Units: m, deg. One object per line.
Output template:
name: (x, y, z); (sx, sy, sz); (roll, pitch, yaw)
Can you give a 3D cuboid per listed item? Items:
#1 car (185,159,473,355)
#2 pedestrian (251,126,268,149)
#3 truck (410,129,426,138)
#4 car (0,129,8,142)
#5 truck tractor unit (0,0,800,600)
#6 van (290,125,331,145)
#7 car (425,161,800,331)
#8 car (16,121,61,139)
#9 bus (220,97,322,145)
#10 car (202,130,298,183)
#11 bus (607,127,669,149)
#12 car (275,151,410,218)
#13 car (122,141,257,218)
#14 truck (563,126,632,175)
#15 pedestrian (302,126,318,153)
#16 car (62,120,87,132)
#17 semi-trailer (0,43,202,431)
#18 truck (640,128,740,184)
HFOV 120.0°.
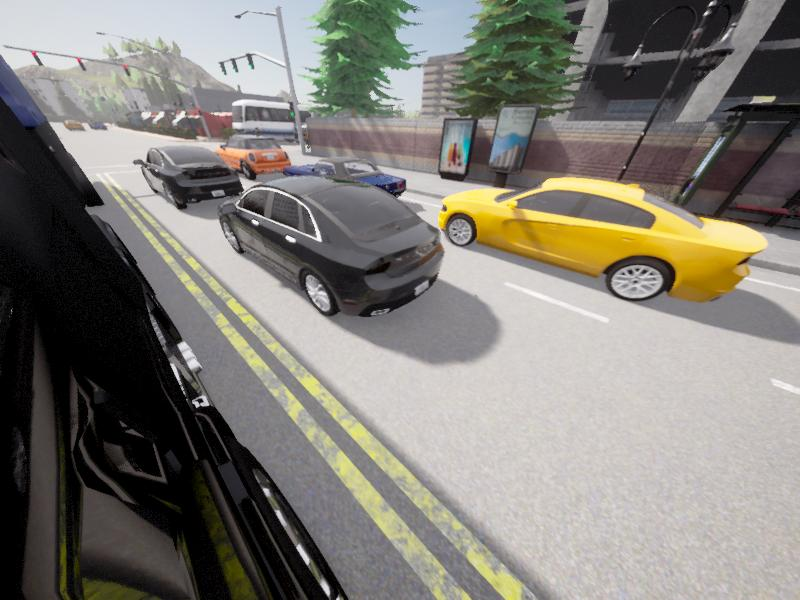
car: (-1.551, -1.341, 4.075); (4.892, 1.490, 1.837); (28, 44, 30)
pedestrian: (-14.258, -16.511, 23.442); (0.751, 1.860, 0.751); (27, 43, 30)
truck: (5.595, -51.927, 71.949); (4.478, 2.038, 2.069); (28, 43, 30)
car: (-39.740, -16.033, 21.822); (5.366, 1.575, 1.801); (29, 44, 31)
truck tractor unit: (-2.645, -0.295, 0.351); (6.516, 4.208, 3.053); (28, 44, 30)
van: (-11.923, -22.111, 30.998); (2.069, 2.038, 4.480); (24, 42, 27)
car: (3.173, -1.598, 4.632); (5.008, 1.535, 1.882); (28, 43, 30)
car: (-41.057, -19.370, 26.339); (4.792, 1.488, 2.163); (28, 44, 30)
bus: (-16.189, -23.124, 30.285); (3.944, 4.253, 10.273); (27, 43, 30)
car: (-7.487, -7.305, 11.557); (4.553, 1.767, 2.097); (28, 44, 30)
bus: (61.824, -42.386, 60.442); (10.273, 4.253, 3.944); (28, 43, 30)
car: (-2.134, -4.289, 8.187); (4.718, 1.301, 1.895); (28, 44, 30)
car: (-7.070, -4.239, 7.695); (4.892, 1.490, 1.837); (28, 43, 30)
truck: (14.288, -10.885, 16.691); (2.615, 2.467, 5.204); (28, 43, 30)
pedestrian: (-7.699, -13.764, 19.815); (0.751, 1.860, 0.751); (31, 45, 33)
car: (-58.416, -31.267, 41.432); (5.008, 1.535, 1.882); (27, 43, 30)
semi-trailer: (-8.705, -3.576, 4.255); (14.254, 4.402, 2.717); (28, 44, 30)
truck: (17.591, -9.154, 14.529); (2.615, 2.467, 5.204); (28, 43, 30)
